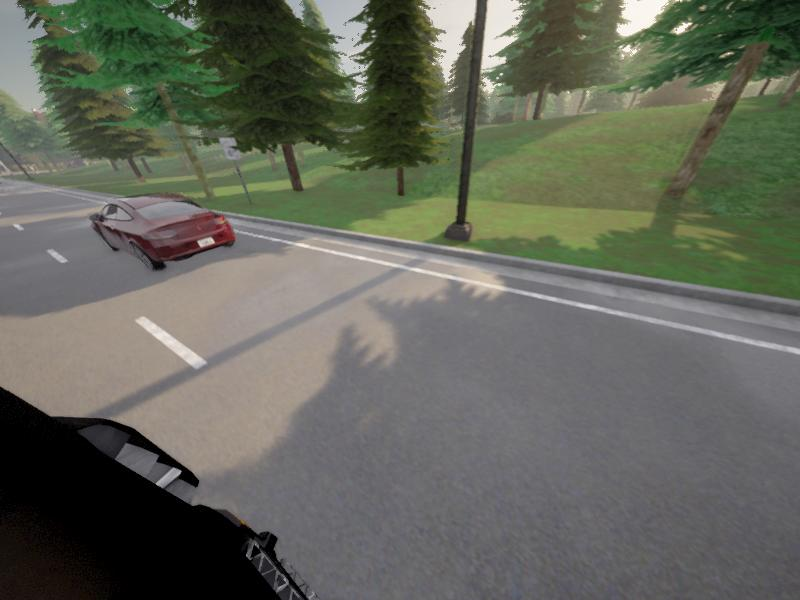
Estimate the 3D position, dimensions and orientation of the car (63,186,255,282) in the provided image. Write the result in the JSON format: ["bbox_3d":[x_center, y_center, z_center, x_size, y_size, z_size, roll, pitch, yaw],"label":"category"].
[{"bbox_3d":[-6.339,-2.008,6.087,4.674,1.442,1.812,16,38,26],"label":"car"}]

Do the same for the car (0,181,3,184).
[{"bbox_3d":[-57.215,-16.697,31.636,5.238,1.638,1.930,16,38,26],"label":"car"}]
